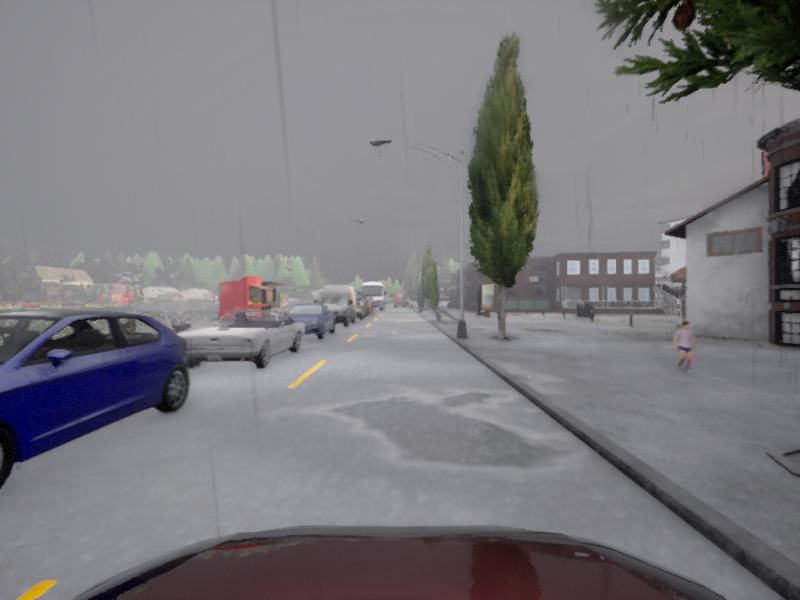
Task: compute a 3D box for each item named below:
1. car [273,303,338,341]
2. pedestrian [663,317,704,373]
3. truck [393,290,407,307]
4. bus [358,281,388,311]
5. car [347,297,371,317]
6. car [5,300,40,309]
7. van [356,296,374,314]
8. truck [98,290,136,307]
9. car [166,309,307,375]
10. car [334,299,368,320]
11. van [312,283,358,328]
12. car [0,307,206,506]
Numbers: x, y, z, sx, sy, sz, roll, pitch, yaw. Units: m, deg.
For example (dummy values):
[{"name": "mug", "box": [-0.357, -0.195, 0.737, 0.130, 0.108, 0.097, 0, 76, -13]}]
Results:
[{"name": "car", "box": [-4.000, 0.865, 17.799, 1.812, 1.442, 4.674, 0, 0, 0]}, {"name": "pedestrian", "box": [5.829, 0.911, 8.251, 0.500, 1.100, 0.500, 0, 0, 5]}, {"name": "truck", "box": [0.004, -0.351, 92.790, 2.891, 3.827, 8.468, 0, 0, 0]}, {"name": "bus", "box": [-3.880, -0.551, 61.196, 3.944, 4.253, 10.273, 0, 0, 0]}, {"name": "car", "box": [-4.002, 0.635, 39.575, 1.905, 1.878, 3.866, 0, 0, 0]}, {"name": "car", "box": [-69.689, 0.803, 73.948, 2.242, 1.667, 4.611, 0, 0, 0]}, {"name": "van", "box": [-4.000, 0.585, 46.486, 1.775, 1.987, 4.442, 0, 0, 0]}, {"name": "truck", "box": [-65.677, -0.351, 93.183, 2.891, 3.827, 8.468, 0, 0, 0]}, {"name": "car", "box": [-4.000, 0.941, 10.830, 1.895, 1.301, 4.718, 0, 0, 0]}, {"name": "car", "box": [-3.999, 0.747, 33.279, 2.242, 1.667, 4.611, 0, 0, 0]}, {"name": "van", "box": [-4.005, 0.315, 25.683, 1.988, 2.561, 5.915, 0, 0, 0]}, {"name": "car", "box": [-3.999, 0.853, 4.285, 1.816, 1.474, 4.193, 0, 0, 0]}]
